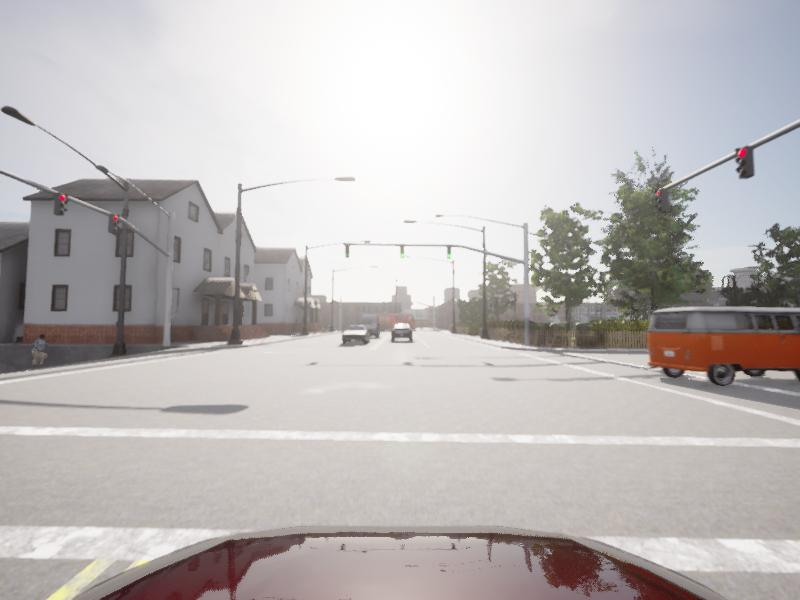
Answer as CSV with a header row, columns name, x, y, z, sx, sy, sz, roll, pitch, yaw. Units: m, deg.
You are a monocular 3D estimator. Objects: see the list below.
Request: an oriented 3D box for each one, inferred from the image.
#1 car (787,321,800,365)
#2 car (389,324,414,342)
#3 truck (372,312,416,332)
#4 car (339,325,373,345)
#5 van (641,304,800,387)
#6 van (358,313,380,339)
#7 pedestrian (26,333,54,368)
name,x,y,z,sx,sy,sz,roll,pitch,yaw
car,17.380,1.580,14.378,4.611,1.667,2.242,0,-3,1
car,0.172,2.937,36.749,2.128,1.511,4.902,0,-3,0
truck,-1.158,4.341,79.945,8.468,3.827,2.891,0,-3,0
car,-3.350,2.668,31.457,2.033,1.411,5.357,0,-3,0
van,9.204,1.178,10.764,4.442,1.987,1.775,1,-4,-7
van,-3.305,2.824,43.699,1.988,2.561,5.915,0,-4,0
pedestrian,-19.343,2.692,21.505,0.751,1.860,0.751,0,-3,1
